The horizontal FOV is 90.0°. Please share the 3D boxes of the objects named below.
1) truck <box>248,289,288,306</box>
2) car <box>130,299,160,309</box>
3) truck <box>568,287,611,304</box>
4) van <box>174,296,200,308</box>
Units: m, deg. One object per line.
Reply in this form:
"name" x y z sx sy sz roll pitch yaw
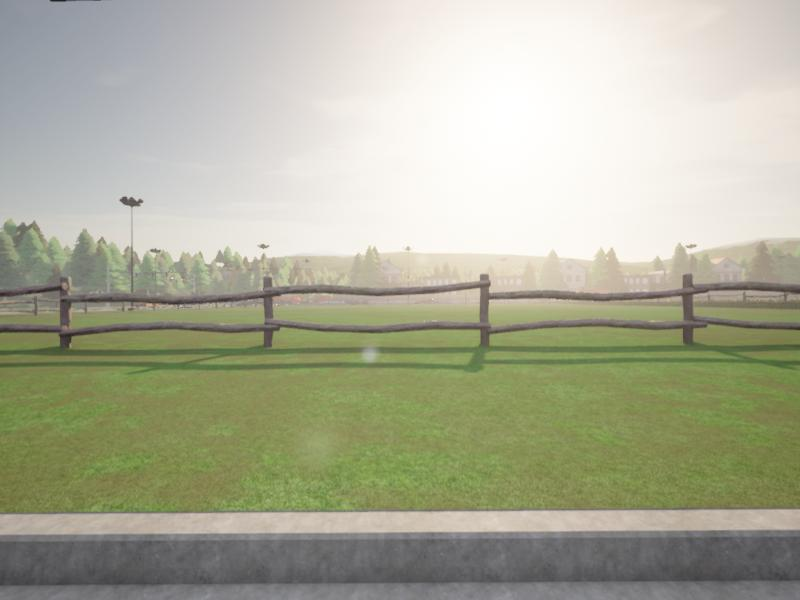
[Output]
"truck" -30.712 -0.547 93.384 8.468 3.827 2.891 0 0 -31
"car" -43.543 0.645 68.388 1.882 1.535 5.008 0 0 1
"truck" 43.441 -1.071 91.774 8.468 3.827 2.891 0 0 0
"van" -36.520 0.348 68.837 2.069 2.038 4.480 0 0 1
